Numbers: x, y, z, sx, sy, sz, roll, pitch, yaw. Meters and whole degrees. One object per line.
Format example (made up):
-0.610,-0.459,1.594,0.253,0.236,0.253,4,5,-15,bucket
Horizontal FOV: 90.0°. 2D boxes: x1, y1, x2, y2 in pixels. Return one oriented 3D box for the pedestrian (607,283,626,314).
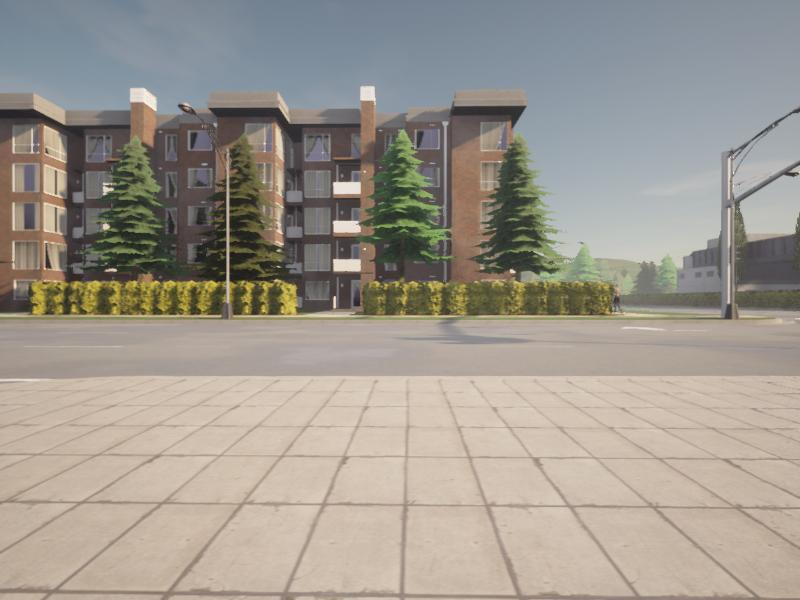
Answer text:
13.295,-0.107,24.553,0.751,1.860,0.751,0,0,1,pedestrian
